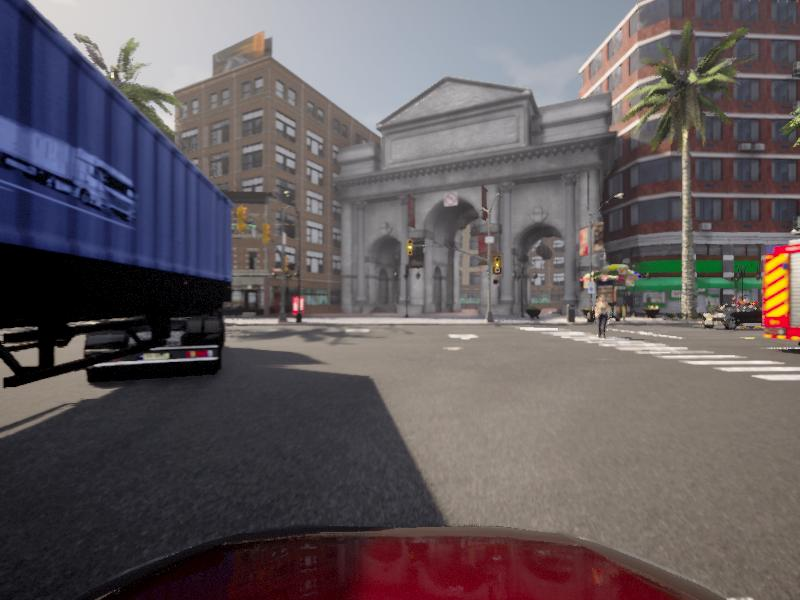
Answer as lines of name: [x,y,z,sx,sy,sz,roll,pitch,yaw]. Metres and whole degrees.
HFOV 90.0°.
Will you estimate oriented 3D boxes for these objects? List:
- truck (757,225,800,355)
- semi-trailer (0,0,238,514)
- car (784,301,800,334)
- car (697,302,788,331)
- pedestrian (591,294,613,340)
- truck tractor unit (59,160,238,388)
truck: [16.055,-0.287,12.077,8.468,3.827,2.891,0,0,-6]
semi-trailer: [-4.409,-0.611,3.331,2.717,4.402,14.254,0,0,-10]
car: [21.866,0.855,19.148,5.366,1.575,1.801,0,0,-3]
car: [19.218,0.876,22.560,3.705,1.549,1.789,0,0,-3]
pedestrian: [8.363,0.681,16.539,0.751,1.860,0.751,0,0,30]
truck tractor unit: [-6.238,-0.496,10.982,3.053,4.208,6.516,0,0,-24]
